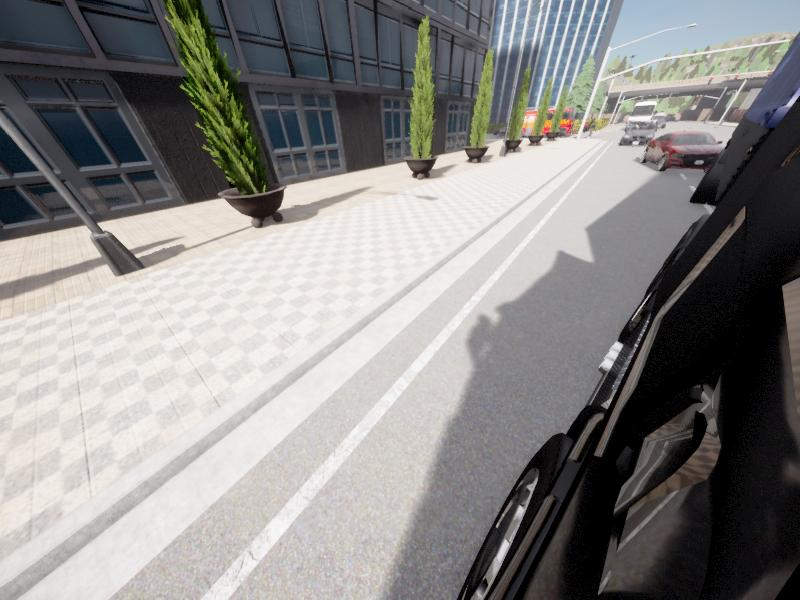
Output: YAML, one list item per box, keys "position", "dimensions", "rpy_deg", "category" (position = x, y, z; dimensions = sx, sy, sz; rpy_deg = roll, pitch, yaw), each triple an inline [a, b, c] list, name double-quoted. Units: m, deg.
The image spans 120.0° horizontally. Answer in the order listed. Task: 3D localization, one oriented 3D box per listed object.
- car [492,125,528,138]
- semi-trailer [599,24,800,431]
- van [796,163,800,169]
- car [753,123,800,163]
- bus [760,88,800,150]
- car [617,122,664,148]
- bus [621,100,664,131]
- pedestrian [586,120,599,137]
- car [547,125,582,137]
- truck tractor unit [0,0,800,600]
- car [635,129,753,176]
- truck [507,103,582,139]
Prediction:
- position: [19.371, -29.907, 40.989]
  dimensions: [5.238, 1.638, 1.930]
  rpy_deg: [24, 44, 31]
  category: "car"
- position: [8.611, -3.665, 4.310]
  dimensions: [14.254, 4.402, 2.717]
  rpy_deg: [-29, 44, -31]
  category: "semi-trailer"
- position: [17.142, -5.097, 7.355]
  dimensions: [2.351, 2.431, 6.366]
  rpy_deg: [24, 44, 31]
  category: "van"
- position: [21.890, -8.438, 12.286]
  dimensions: [2.128, 1.511, 4.902]
  rpy_deg: [24, 44, 31]
  category: "car"
- position: [29.342, -12.154, 14.498]
  dimensions: [3.944, 4.253, 10.273]
  rpy_deg: [24, 44, 31]
  category: "bus"
- position: [21.586, -14.947, 20.859]
  dimensions: [2.242, 1.667, 4.611]
  rpy_deg: [25, 45, 32]
  category: "car"
- position: [47.625, -36.338, 45.647]
  dimensions: [3.944, 4.253, 10.273]
  rpy_deg: [24, 44, 31]
  category: "bus"
- position: [27.252, -24.246, 32.722]
  dimensions: [0.751, 1.860, 0.751]
  rpy_deg: [24, 44, 31]
  category: "pedestrian"
- position: [26.222, -26.935, 36.827]
  dimensions: [4.181, 1.385, 1.994]
  rpy_deg: [21, 43, 29]
  category: "car"
- position: [2.645, -0.295, 0.351]
  dimensions: [6.516, 4.208, 3.053]
  rpy_deg: [-28, 44, -30]
  category: "truck tractor unit"
- position: [13.868, -7.422, 11.414]
  dimensions: [1.882, 1.535, 5.008]
  rpy_deg: [16, 40, 23]
  category: "car"
- position: [21.619, -27.057, 35.224]
  dimensions: [8.468, 3.827, 2.891]
  rpy_deg: [25, 45, 32]
  category: "truck"
